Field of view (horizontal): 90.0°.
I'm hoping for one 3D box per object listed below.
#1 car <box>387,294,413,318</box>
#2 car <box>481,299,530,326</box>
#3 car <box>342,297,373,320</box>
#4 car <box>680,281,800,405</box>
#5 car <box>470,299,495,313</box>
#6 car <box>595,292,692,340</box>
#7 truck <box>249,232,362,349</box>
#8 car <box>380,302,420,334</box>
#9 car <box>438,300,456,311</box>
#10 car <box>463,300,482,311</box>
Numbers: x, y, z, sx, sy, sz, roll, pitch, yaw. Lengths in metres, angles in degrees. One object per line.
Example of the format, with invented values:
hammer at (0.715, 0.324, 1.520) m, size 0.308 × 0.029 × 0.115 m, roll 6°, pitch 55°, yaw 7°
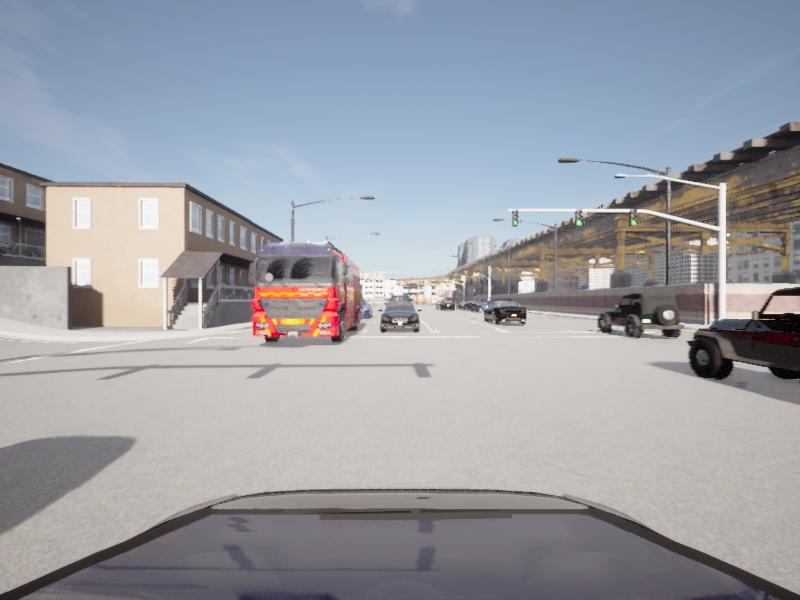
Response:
car at (0.004, 0.549, 36.641) m, size 2.150 × 2.045 × 5.566 m, roll 0°, pitch 0°, yaw 0°
car at (7.004, 0.755, 27.144) m, size 1.930 × 1.638 × 5.238 m, roll 0°, pitch 0°, yaw 0°
car at (-3.496, 0.674, 33.447) m, size 2.097 × 1.767 × 4.553 m, roll 0°, pitch 0°, yaw 0°
car at (7.003, 0.643, 6.717) m, size 1.905 × 1.878 × 3.866 m, roll 0°, pitch 0°, yaw 0°
car at (10.505, 0.752, 51.253) m, size 2.152 × 1.651 × 5.027 m, roll 0°, pitch 0°, yaw 0°
car at (10.504, 0.636, 17.644) m, size 1.905 × 1.878 × 3.866 m, roll 0°, pitch 0°, yaw 0°
truck at (-3.507, -0.330, 17.332) m, size 2.891 × 3.827 × 8.468 m, roll 0°, pitch 0°, yaw 0°
car at (0.003, 0.834, 20.605) m, size 1.837 × 1.490 × 4.892 m, roll 0°, pitch 0°, yaw 0°
car at (7.006, 0.818, 59.973) m, size 2.163 × 1.488 × 4.792 m, roll 0°, pitch 0°, yaw 0°
car at (10.506, 0.790, 58.429) m, size 1.882 × 1.535 × 5.008 m, roll 0°, pitch 0°, yaw 0°
